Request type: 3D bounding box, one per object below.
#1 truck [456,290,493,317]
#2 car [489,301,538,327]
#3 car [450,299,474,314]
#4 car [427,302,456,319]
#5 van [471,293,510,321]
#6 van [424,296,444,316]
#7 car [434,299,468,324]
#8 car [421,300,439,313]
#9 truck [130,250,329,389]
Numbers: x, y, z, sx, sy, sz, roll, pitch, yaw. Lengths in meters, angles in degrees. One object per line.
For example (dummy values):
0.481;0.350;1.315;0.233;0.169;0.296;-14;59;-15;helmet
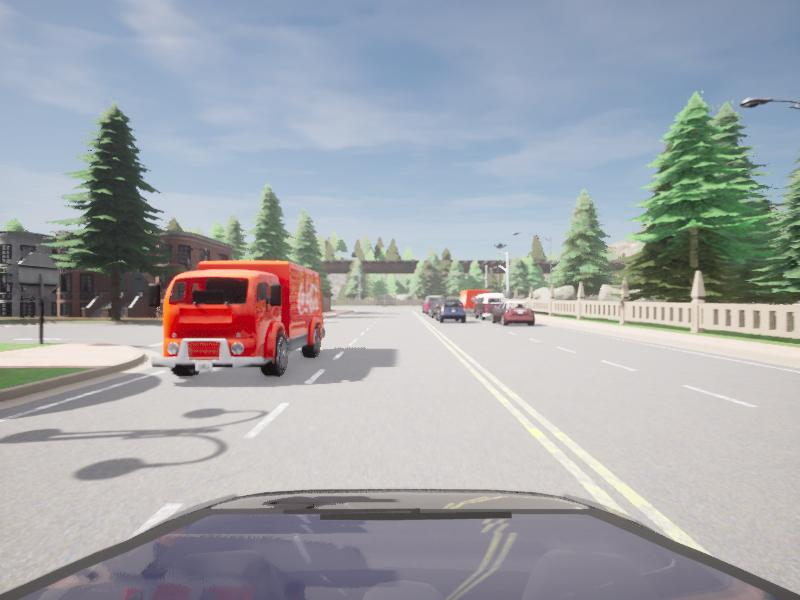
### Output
7.031;0.317;38.357;2.627;2.467;5.204;0;0;0;truck
7.019;0.827;25.169;1.970;1.475;3.806;0;0;0;car
7.033;0.731;45.858;2.033;1.649;4.856;0;0;0;car
3.527;0.859;34.941;2.033;1.411;5.357;0;0;0;car
7.023;0.539;31.417;2.069;2.038;4.480;0;0;0;van
3.530;0.555;42.044;1.775;1.987;4.442;0;0;0;van
3.522;0.759;28.182;1.851;1.617;3.988;0;0;0;car
3.535;0.766;47.807;1.789;1.549;3.705;0;0;0;car
-3.495;0.346;9.723;2.627;2.467;5.204;0;0;0;truck
